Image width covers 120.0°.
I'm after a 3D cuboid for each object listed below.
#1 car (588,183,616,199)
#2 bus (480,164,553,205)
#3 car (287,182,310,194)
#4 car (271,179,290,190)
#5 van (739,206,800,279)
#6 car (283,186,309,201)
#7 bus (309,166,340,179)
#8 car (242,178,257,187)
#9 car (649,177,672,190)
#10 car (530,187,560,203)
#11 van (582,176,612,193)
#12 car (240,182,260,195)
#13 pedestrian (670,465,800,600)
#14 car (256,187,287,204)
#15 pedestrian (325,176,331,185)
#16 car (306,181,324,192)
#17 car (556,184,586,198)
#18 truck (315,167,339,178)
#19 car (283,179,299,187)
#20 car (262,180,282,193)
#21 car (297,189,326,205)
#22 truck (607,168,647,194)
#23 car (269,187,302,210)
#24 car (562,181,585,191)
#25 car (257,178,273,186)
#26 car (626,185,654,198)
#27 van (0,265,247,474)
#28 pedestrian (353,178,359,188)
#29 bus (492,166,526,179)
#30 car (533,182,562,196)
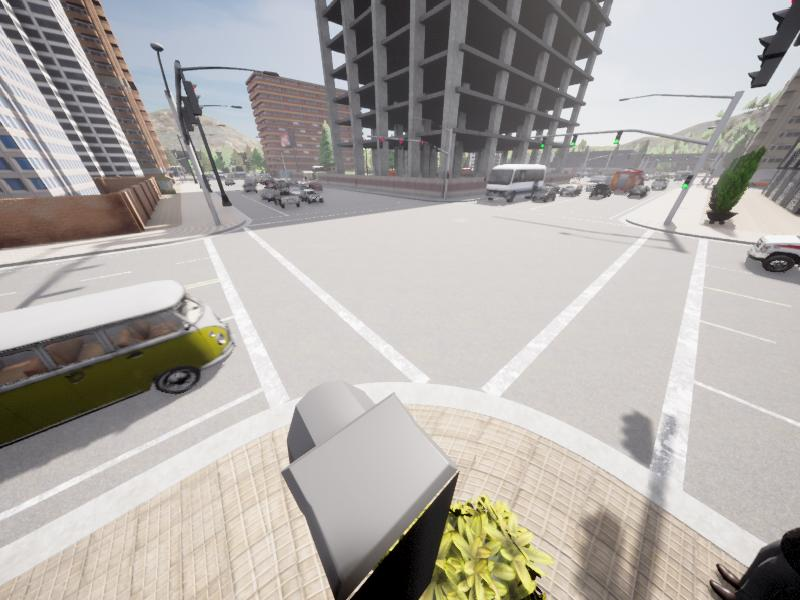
[{"bbox_3d":[29.989,-16.247,34.256,3.866,1.878,1.905,-23,37,-34],"label":"car"},{"bbox_3d":[15.798,-15.785,31.098,10.273,4.253,3.944,-23,37,-34],"label":"bus"},{"bbox_3d":[-18.076,-19.975,41.093,2.128,1.511,4.902,-23,37,-34],"label":"car"},{"bbox_3d":[-25.160,-24.303,48.476,2.033,1.649,4.856,-22,37,-34],"label":"car"},{"bbox_3d":[18.459,-1.625,8.393,2.351,2.431,6.366,-23,37,-34],"label":"van"},{"bbox_3d":[-14.901,-15.280,33.028,1.812,1.442,4.674,-22,37,-34],"label":"car"},{"bbox_3d":[-29.120,-49.545,89.561,10.273,4.253,3.944,-23,37,-34],"label":"bus"},{"bbox_3d":[-35.777,-27.918,54.866,1.837,1.490,4.892,-22,37,-34],"label":"car"},{"bbox_3d":[53.494,-23.940,47.419,5.566,2.045,2.150,-22,37,-34],"label":"car"},{"bbox_3d":[19.024,-13.768,30.300,3.705,1.549,1.789,-23,37,-34],"label":"car"},{"bbox_3d":[36.771,-21.631,43.044,6.366,2.431,2.351,-23,37,-34],"label":"van"},{"bbox_3d":[-25.834,-19.212,39.675,1.851,1.617,3.988,-22,37,-34],"label":"car"},{"bbox_3d":[3.453,2.233,1.925,0.751,1.860,0.751,-15,33,-24],"label":"pedestrian"},{"bbox_3d":[-17.016,-13.831,30.481,2.163,1.488,4.792,-23,37,-34],"label":"car"},{"bbox_3d":[-17.360,-28.911,55.868,0.751,1.860,0.751,-25,38,-36],"label":"pedestrian"},{"bbox_3d":[-16.243,-21.629,43.917,1.789,1.549,3.705,-22,37,-33],"label":"car"},{"bbox_3d":[26.494,-16.896,35.760,4.902,1.511,2.128,-23,37,-34],"label":"car"},{"bbox_3d":[-29.434,-51.428,93.249,8.468,3.827,2.891,-23,37,-34],"label":"truck"},{"bbox_3d":[-25.040,-26.915,53.147,1.970,1.475,3.806,-23,37,-34],"label":"car"},{"bbox_3d":[-22.769,-20.228,41.151,1.905,1.878,3.866,-23,37,-34],"label":"car"},{"bbox_3d":[-11.249,-13.098,29.215,1.970,1.475,3.806,-22,37,-33],"label":"car"},{"bbox_3d":[41.493,-21.931,42.171,8.468,3.827,2.891,-23,37,-34],"label":"truck"},{"bbox_3d":[-13.065,-11.646,26.299,1.932,1.855,4.605,-21,36,-32],"label":"car"},{"bbox_3d":[34.041,-22.398,45.227,5.366,1.575,1.801,-22,37,-34],"label":"car"},{"bbox_3d":[-33.385,-29.231,57.109,2.007,1.525,4.514,-22,37,-34],"label":"car"},{"bbox_3d":[36.781,-16.665,35.343,4.514,1.525,2.007,-23,37,-34],"label":"car"},{"bbox_3d":[-5.775,1.079,4.151,4.442,1.987,1.775,-23,37,-34],"label":"van"},{"bbox_3d":[-8.987,-23.830,47.067,0.751,1.860,0.751,25,38,36],"label":"pedestrian"},{"bbox_3d":[41.173,-48.637,87.876,3.944,4.253,10.273,-23,37,-34],"label":"bus"},{"bbox_3d":[24.484,-18.409,38.222,4.611,1.667,2.242,-23,37,-34],"label":"car"}]
